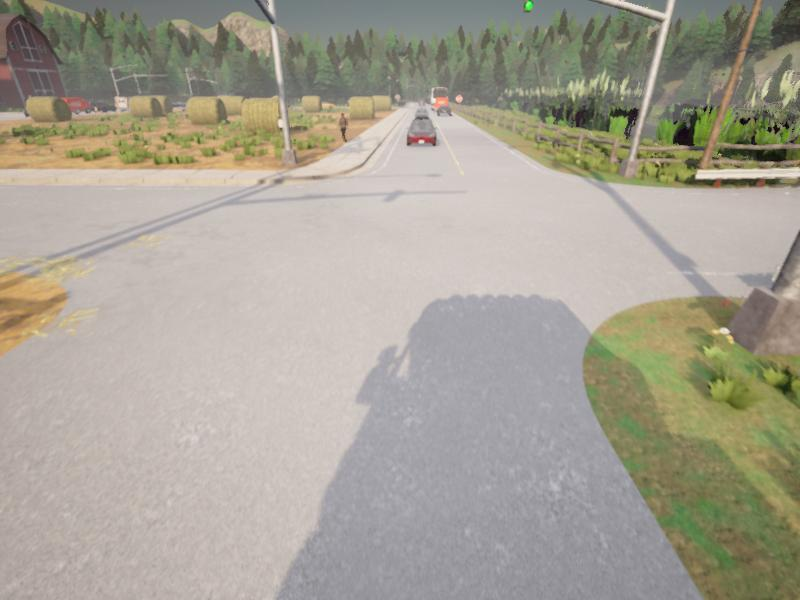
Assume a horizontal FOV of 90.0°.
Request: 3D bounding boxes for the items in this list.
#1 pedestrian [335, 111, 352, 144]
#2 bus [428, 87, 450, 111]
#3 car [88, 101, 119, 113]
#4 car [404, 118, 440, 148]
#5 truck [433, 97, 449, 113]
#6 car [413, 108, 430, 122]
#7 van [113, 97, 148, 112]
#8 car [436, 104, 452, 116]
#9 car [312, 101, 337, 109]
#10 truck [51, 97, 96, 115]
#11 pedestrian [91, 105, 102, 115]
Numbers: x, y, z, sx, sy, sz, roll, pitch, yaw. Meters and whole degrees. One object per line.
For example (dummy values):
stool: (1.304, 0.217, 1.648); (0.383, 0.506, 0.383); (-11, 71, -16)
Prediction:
pedestrian: (-3.544, -10.904, 25.313); (0.751, 1.860, 0.751); (4, 28, 8)
bus: (8.002, -42.297, 84.158); (3.944, 4.253, 10.273); (1, 27, 2)
car: (-52.448, -34.225, 70.888); (1.932, 1.855, 4.605); (0, 27, -1)
car: (1.471, -11.367, 27.030); (2.163, 1.488, 4.792); (1, 27, 2)
truck: (7.513, -35.755, 73.389); (2.627, 2.467, 5.204); (1, 27, 2)
car: (2.764, -23.545, 50.811); (2.033, 1.411, 5.357); (1, 27, 2)
van: (-52.600, -38.328, 78.235); (2.351, 2.431, 6.366); (0, 27, -1)
car: (6.942, -30.004, 63.134); (2.152, 1.651, 5.027); (1, 27, 2)
car: (-18.036, -46.775, 95.830); (5.366, 1.575, 1.801); (0, 27, 0)
truck: (-52.311, -31.183, 64.323); (2.627, 2.467, 5.204); (0, 27, -1)
pedestrian: (-45.817, -28.684, 60.380); (0.751, 1.300, 0.751); (3, 27, 5)
